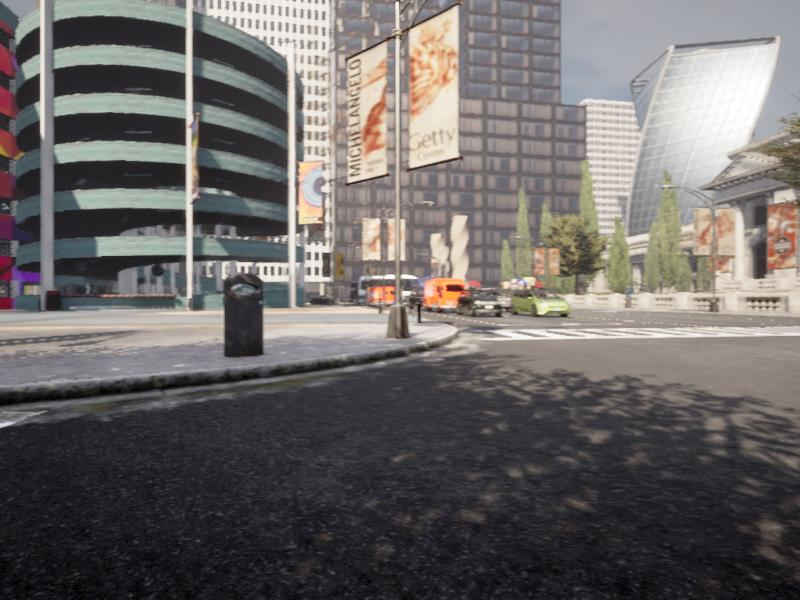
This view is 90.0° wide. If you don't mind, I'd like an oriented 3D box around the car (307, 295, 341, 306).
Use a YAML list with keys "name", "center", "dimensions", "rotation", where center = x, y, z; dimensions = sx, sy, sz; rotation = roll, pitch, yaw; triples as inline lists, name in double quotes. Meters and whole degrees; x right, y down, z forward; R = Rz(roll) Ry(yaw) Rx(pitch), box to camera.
- name: "car"
  center: [-11.162, 0.118, 58.728]
  dimensions: [4.902, 1.511, 2.128]
  rotation: [0, 0, 35]

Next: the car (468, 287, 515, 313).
- name: "car"
  center: [6.808, -0.014, 30.288]
  dimensions: [1.932, 1.855, 4.605]
  rotation: [0, 0, -9]

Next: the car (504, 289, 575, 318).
- name: "car"
  center: [7.895, 0.177, 23.112]
  dimensions: [2.007, 1.525, 4.514]
  rotation: [0, 0, -8]

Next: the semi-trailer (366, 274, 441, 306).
- name: "semi-trailer"
  center: [0.143, -1.353, 61.921]
  dimensions: [2.717, 4.402, 14.254]
  rotation: [1, 0, -42]

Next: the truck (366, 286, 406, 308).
- name: "truck"
  center: [-1.799, -0.337, 48.044]
  dimensions: [2.627, 2.467, 5.204]
  rotation: [0, 0, -31]

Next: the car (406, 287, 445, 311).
- name: "car"
  center: [2.198, -0.109, 36.563]
  dimensions: [2.150, 2.045, 5.566]
  rotation: [0, 0, -12]

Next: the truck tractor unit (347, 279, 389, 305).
- name: "truck tractor unit"
  center: [-5.449, -1.258, 67.486]
  dimensions: [6.516, 4.208, 3.053]
  rotation: [0, 0, 37]

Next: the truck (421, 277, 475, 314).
- name: "truck"
  center: [3.393, -0.307, 29.423]
  dimensions: [2.627, 2.467, 5.204]
  rotation: [0, 0, -9]

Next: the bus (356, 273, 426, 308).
- name: "bus"
  center: [-1.441, -1.255, 54.291]
  dimensions: [3.944, 4.253, 10.273]
  rotation: [0, 1, -39]

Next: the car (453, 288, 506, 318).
- name: "car"
  center: [4.398, 0.165, 22.771]
  dimensions: [1.789, 1.549, 3.705]
  rotation: [0, 0, -9]
